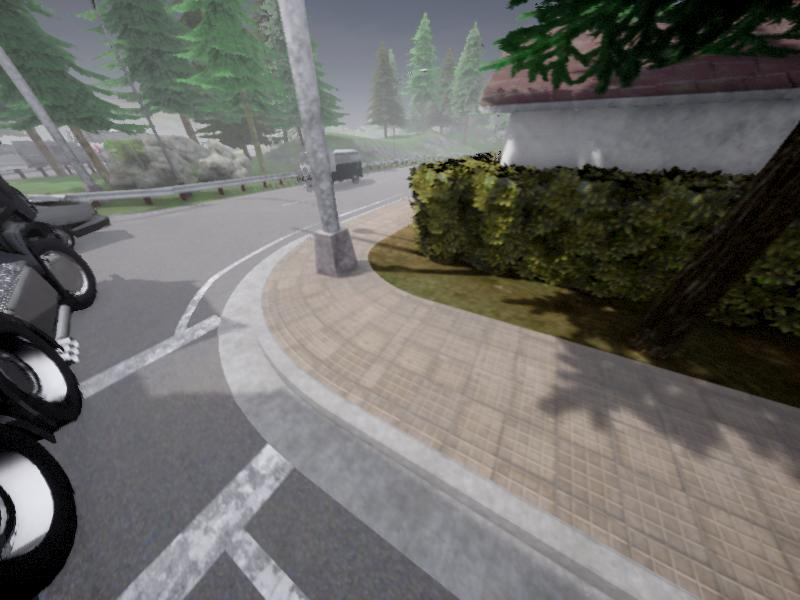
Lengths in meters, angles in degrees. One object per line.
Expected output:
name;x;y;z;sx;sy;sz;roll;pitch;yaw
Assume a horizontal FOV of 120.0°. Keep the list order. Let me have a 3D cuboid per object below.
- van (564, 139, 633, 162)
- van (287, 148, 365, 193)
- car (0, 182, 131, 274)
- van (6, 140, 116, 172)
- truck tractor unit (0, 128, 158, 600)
van;26.607;-20.385;31.357;6.366;2.431;2.351;15;37;20
van;-4.359;-8.284;14.545;1.775;1.987;4.442;18;39;24
car;-9.728;-1.152;4.631;2.033;1.411;5.357;7;36;10
van;-35.858;-15.628;24.824;1.988;2.561;5.915;17;39;23
truck tractor unit;-4.876;-0.474;1.091;6.516;4.208;3.053;27;43;34
